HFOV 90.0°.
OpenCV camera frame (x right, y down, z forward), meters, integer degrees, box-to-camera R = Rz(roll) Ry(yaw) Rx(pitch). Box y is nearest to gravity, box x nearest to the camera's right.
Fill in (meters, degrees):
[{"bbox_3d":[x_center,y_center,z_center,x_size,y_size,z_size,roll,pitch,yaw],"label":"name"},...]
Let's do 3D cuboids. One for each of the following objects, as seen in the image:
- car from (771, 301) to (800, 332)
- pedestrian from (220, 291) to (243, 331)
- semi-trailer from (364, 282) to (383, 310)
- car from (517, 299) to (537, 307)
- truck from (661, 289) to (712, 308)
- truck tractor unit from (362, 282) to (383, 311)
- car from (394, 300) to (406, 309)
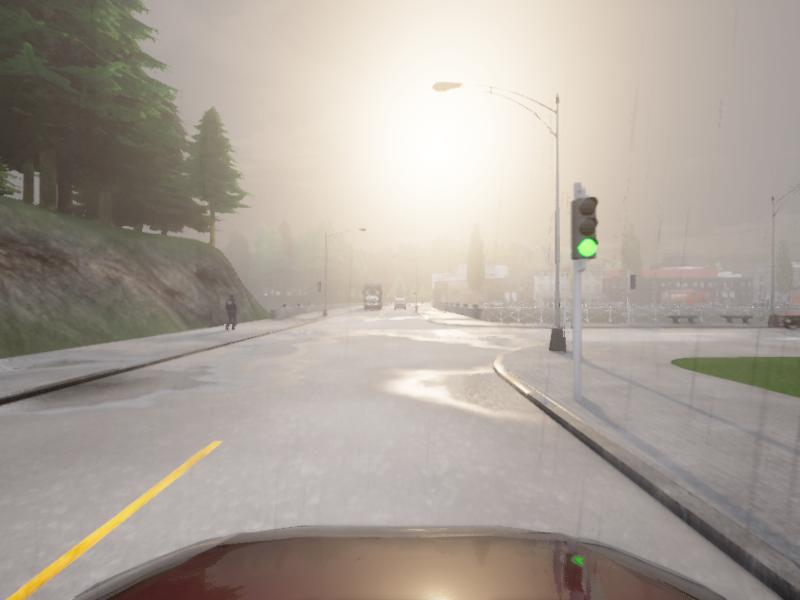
[{"bbox_3d":[22.438,0.817,20.523,5.008,1.535,1.882,0,0,1],"label":"car"},{"bbox_3d":[-8.012,0.528,19.039,0.751,1.860,0.751,0,0,2],"label":"pedestrian"},{"bbox_3d":[-4.372,-0.638,69.456,2.717,4.402,14.254,0,0,-2],"label":"semi-trailer"},{"bbox_3d":[27.363,0.620,86.190,3.866,1.878,1.905,0,0,0],"label":"car"},{"bbox_3d":[58.800,-0.345,82.210,8.468,3.827,2.891,0,0,0],"label":"truck"},{"bbox_3d":[-4.144,-0.542,61.547,3.053,4.208,6.516,0,0,-2],"label":"truck tractor unit"},{"bbox_3d":[0.014,0.805,69.777,2.038,1.542,4.974,0,0,0],"label":"car"}]
